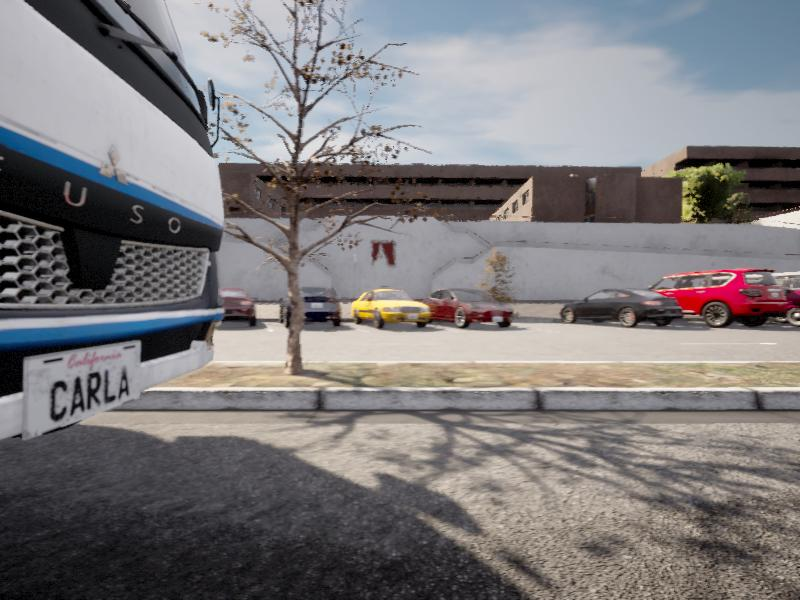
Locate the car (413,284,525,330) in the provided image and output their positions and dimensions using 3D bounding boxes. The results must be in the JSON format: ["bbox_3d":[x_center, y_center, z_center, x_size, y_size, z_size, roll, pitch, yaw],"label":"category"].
[{"bbox_3d":[2.425,0.268,15.541,2.163,1.488,4.792,1,-1,-20],"label":"car"}]

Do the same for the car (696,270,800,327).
[{"bbox_3d":[14.395,-0.027,15.457,1.878,1.987,4.442,0,-1,-20],"label":"car"}]

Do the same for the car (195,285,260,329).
[{"bbox_3d":[-6.544,0.261,15.567,2.002,1.452,4.674,0,-1,-20],"label":"car"}]

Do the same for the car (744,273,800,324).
[{"bbox_3d":[17.348,-0.067,15.540,2.435,2.045,5.566,0,-1,-20],"label":"car"}]

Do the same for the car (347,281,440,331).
[{"bbox_3d":[-0.503,0.232,15.397,1.946,1.575,5.366,1,-1,-20],"label":"car"}]

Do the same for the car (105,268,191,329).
[{"bbox_3d":[-9.475,-0.020,15.469,1.878,1.987,4.442,1,-1,-20],"label":"car"}]

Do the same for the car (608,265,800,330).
[{"bbox_3d":[11.352,-0.035,15.594,2.435,2.045,5.566,0,-1,-20],"label":"car"}]

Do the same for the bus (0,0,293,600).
[{"bbox_3d":[-6.156,-1.149,1.819,10.273,4.253,3.944,0,0,0],"label":"bus"}]

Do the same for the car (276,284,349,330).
[{"bbox_3d":[-3.572,0.264,15.597,2.163,1.488,4.792,0,-1,-20],"label":"car"}]

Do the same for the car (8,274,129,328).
[{"bbox_3d":[-12.503,0.060,15.548,2.185,1.767,4.553,0,-1,-20],"label":"car"}]

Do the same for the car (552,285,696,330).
[{"bbox_3d":[8.382,0.266,15.562,2.002,1.452,4.674,0,-1,-20],"label":"car"}]
